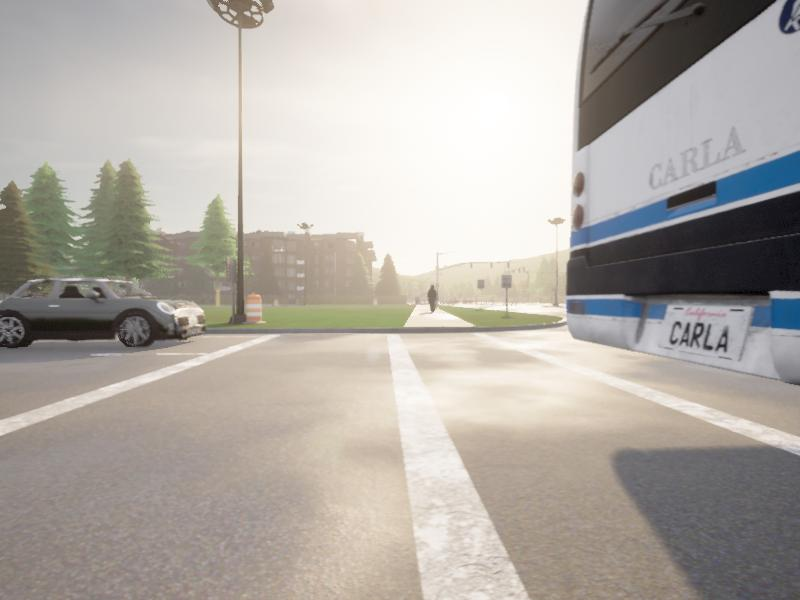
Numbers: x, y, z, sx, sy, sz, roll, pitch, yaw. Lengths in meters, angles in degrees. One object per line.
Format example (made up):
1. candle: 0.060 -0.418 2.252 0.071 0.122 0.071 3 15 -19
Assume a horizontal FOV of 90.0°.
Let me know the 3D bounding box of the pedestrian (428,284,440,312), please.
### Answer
1. pedestrian: 2.291 -0.120 26.769 0.751 1.860 0.751 0 0 3

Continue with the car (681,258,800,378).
1. car: 7.419 0.222 6.034 4.902 1.511 2.128 0 0 -2

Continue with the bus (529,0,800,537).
1. bus: 6.654 -1.154 2.624 10.273 4.253 3.944 1 0 -2

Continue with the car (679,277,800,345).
1. car: 9.420 0.235 9.604 4.193 1.474 1.816 0 0 -2

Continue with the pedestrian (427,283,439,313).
1. pedestrian: 2.006 -0.119 24.414 0.751 1.860 0.751 0 0 4

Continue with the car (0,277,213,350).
1. car: -6.589 0.269 9.055 3.806 1.475 1.970 0 0 -2
